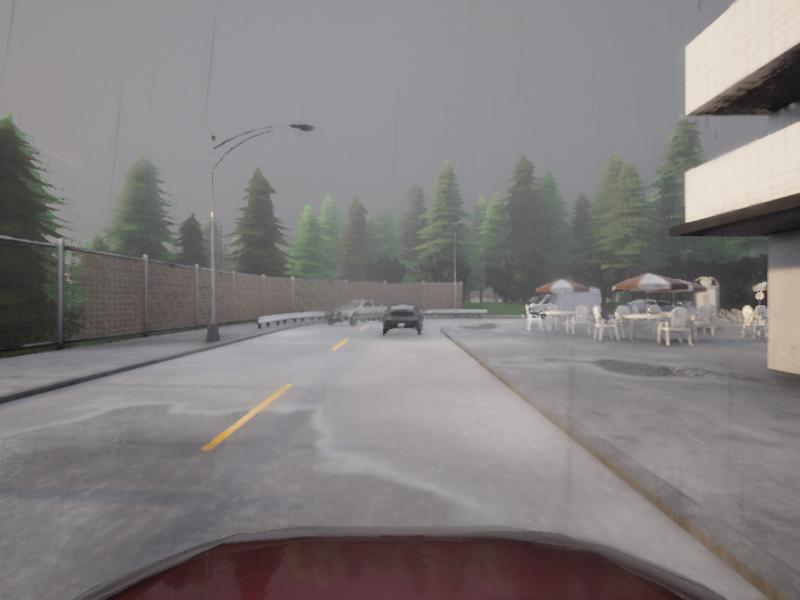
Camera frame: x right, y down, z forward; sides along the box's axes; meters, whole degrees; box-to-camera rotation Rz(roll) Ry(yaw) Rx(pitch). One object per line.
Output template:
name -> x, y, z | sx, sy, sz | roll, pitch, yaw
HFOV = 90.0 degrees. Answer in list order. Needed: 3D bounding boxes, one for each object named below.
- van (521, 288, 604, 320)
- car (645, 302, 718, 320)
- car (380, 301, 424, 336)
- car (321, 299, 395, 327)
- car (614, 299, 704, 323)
van -> 13.124, 0.313, 32.554 | 5.915, 2.561, 1.988 | 0, 0, 0
car -> 22.805, 0.860, 32.569 | 4.674, 1.442, 1.812 | 0, 0, 0
car -> 0.230, 0.841, 20.126 | 1.837, 1.490, 4.892 | 0, 0, 4
car -> -2.596, 0.775, 26.048 | 2.152, 1.651, 5.027 | 0, 0, 33
car -> 18.400, 0.772, 28.613 | 5.027, 1.651, 2.152 | 0, 0, 0
